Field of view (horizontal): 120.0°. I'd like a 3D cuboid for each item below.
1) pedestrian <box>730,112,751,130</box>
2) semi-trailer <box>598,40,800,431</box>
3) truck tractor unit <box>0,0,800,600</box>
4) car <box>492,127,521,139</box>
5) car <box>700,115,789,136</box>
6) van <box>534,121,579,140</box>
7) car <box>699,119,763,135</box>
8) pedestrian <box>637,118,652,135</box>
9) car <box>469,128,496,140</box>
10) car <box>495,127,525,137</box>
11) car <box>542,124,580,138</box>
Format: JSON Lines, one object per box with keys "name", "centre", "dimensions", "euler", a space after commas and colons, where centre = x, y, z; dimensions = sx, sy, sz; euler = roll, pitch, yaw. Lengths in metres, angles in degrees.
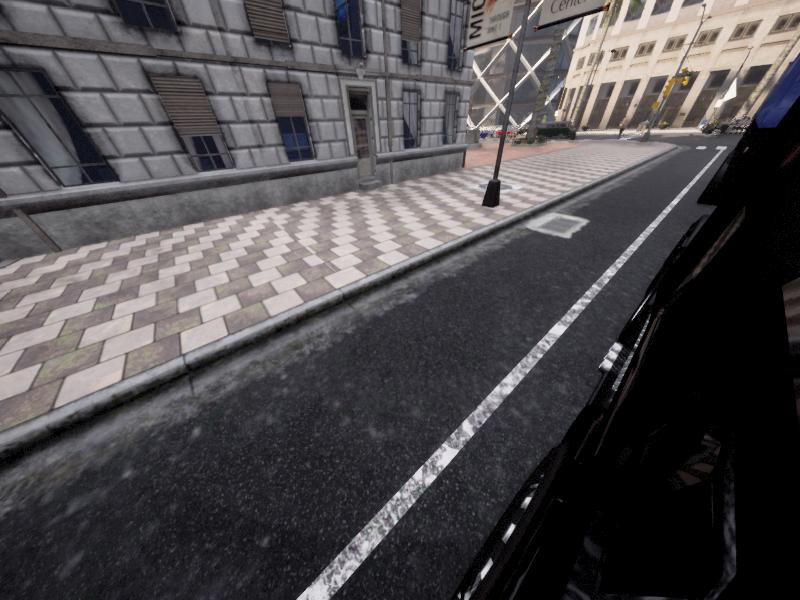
{"name": "pedestrian", "centre": [46.412, -24.435, 31.508], "dimensions": [0.751, 1.860, 0.751], "euler": [-27, 43, -29]}
{"name": "semi-trailer", "centre": [8.695, -3.609, 4.227], "dimensions": [14.254, 4.402, 2.717], "euler": [-28, 44, -30]}
{"name": "truck tractor unit", "centre": [2.645, -0.295, 0.351], "dimensions": [6.516, 4.208, 3.053], "euler": [-28, 44, -30]}
{"name": "car", "centre": [17.833, -28.091, 38.811], "dimensions": [3.806, 1.475, 1.970], "euler": [20, 43, 28]}
{"name": "car", "centre": [37.535, -19.111, 25.435], "dimensions": [1.930, 1.638, 5.238], "euler": [-28, 43, -30]}
{"name": "van", "centre": [21.531, -23.503, 32.024], "dimensions": [1.775, 1.987, 4.442], "euler": [-30, 45, -32]}
{"name": "car", "centre": [39.679, -20.813, 27.799], "dimensions": [1.994, 1.385, 4.181], "euler": [-28, 44, -30]}
{"name": "pedestrian", "centre": [34.542, -24.514, 32.617], "dimensions": [0.751, 1.860, 0.751], "euler": [23, 44, 30]}
{"name": "car", "centre": [13.532, -27.215, 37.867], "dimensions": [3.633, 1.501, 1.845], "euler": [17, 41, 24]}
{"name": "car", "centre": [20.876, -31.987, 43.974], "dimensions": [4.718, 1.301, 1.895], "euler": [21, 43, 29]}
{"name": "car", "centre": [23.822, -25.039, 34.248], "dimensions": [1.851, 1.617, 3.988], "euler": [-31, 45, -32]}
